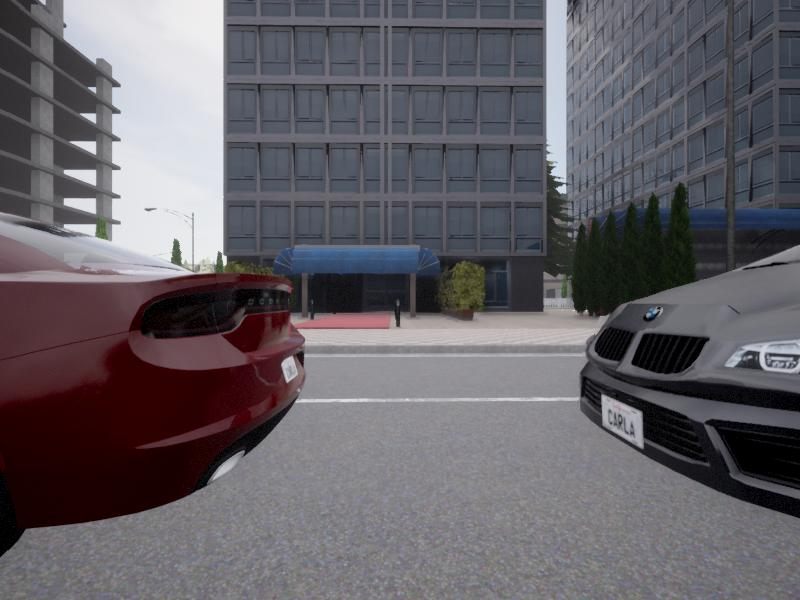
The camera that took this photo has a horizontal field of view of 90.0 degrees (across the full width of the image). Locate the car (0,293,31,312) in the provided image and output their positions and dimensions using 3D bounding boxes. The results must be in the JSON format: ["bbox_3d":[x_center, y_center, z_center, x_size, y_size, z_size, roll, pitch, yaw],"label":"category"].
[{"bbox_3d":[-33.484,0.201,32.650,1.801,1.575,5.366,0,0,-1],"label":"car"}]

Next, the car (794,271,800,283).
[{"bbox_3d":[16.540,-0.940,16.112,0.945,0.468,0.156,0,0,29],"label":"car"}]

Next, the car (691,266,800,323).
[{"bbox_3d":[15.472,-0.198,15.717,6.274,2.098,2.390,0,0,29],"label":"car"}]

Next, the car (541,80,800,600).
[{"bbox_3d":[3.516,0.156,2.286,4.611,1.667,2.242,0,0,-1],"label":"car"}]

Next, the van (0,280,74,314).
[{"bbox_3d":[-29.976,-0.222,32.179,2.351,2.431,6.366,0,0,-1],"label":"van"}]

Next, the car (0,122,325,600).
[{"bbox_3d":[-3.069,0.223,2.122,5.008,1.535,1.882,0,0,-1],"label":"car"}]

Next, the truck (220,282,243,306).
[{"bbox_3d":[-28.285,-0.925,66.961,2.891,3.827,8.468,0,0,-27],"label":"truck"}]
